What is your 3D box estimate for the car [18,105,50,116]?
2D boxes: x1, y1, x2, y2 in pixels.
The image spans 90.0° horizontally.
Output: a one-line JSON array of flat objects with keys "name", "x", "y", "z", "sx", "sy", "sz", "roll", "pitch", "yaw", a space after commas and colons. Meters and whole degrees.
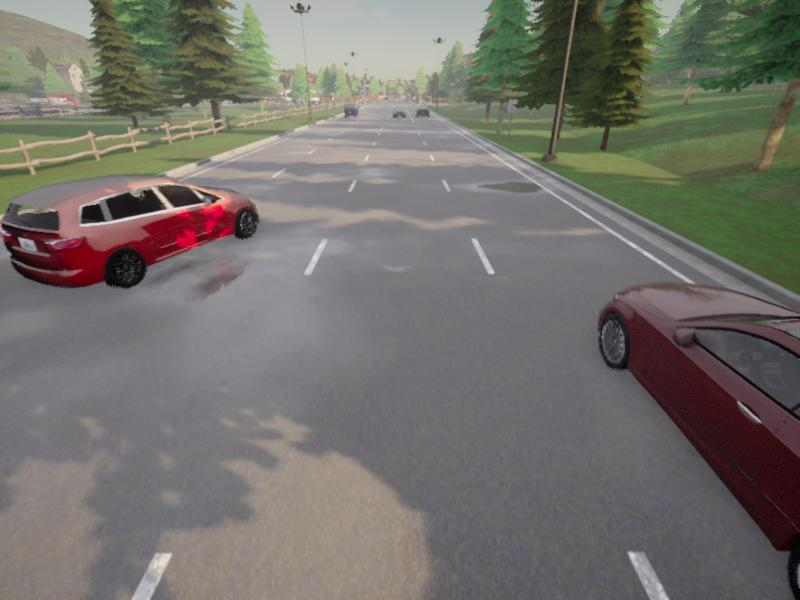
[{"name": "car", "x": -64.723, "y": -33.605, "z": 70.835, "sx": 1.851, "sy": 1.617, "sz": 3.988, "roll": 0, "pitch": 27, "yaw": 0}]

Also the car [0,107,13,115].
[{"name": "car", "x": -71.720, "y": -33.457, "z": 70.838, "sx": 1.895, "sy": 1.301, "sz": 4.718, "roll": 0, "pitch": 27, "yaw": 0}]

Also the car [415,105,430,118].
[{"name": "car", "x": 3.405, "y": -28.607, "z": 60.517, "sx": 1.930, "sy": 1.638, "sz": 5.238, "roll": 0, "pitch": 27, "yaw": 0}]

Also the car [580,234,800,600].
[{"name": "car", "x": 3.492, "y": 0.875, "z": 3.326, "sx": 1.812, "sy": 1.442, "sz": 4.674, "roll": 0, "pitch": 27, "yaw": 0}]

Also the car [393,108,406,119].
[{"name": "car", "x": -0.091, "y": -27.065, "z": 57.917, "sx": 1.895, "sy": 1.301, "sz": 4.718, "roll": 0, "pitch": 27, "yaw": 0}]

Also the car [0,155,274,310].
[{"name": "car", "x": -5.136, "y": -1.764, "z": 8.273, "sx": 2.242, "sy": 1.667, "sz": 4.611, "roll": 11, "pitch": 29, "yaw": 21}]

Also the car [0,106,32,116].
[{"name": "car", "x": -68.218, "y": -33.353, "z": 70.424, "sx": 2.163, "sy": 1.488, "sz": 4.792, "roll": 0, "pitch": 27, "yaw": 0}]

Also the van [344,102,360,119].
[{"name": "van", "x": -7.094, "y": -27.972, "z": 58.975, "sx": 1.775, "sy": 1.987, "sz": 4.442, "roll": 0, "pitch": 27, "yaw": 0}]

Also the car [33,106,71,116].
[{"name": "car", "x": -61.220, "y": -33.370, "z": 70.485, "sx": 2.033, "sy": 1.411, "sz": 5.357, "roll": 0, "pitch": 27, "yaw": 0}]
